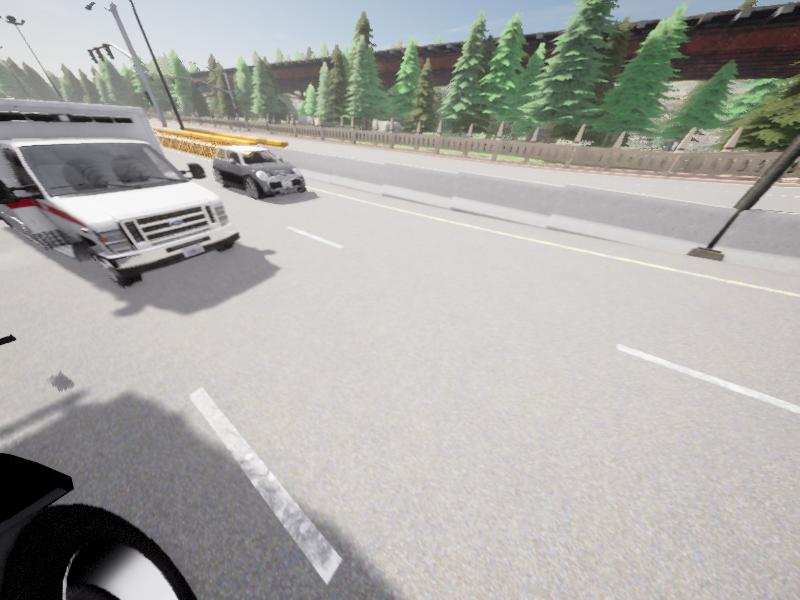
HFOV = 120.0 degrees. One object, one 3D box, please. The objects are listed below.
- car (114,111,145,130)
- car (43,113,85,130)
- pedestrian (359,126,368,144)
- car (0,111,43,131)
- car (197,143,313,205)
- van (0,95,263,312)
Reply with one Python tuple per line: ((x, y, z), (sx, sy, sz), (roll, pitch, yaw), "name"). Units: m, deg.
((-38.301, -25.526, 32.844), (1.932, 1.855, 4.605), (-21, 44, -32), "car")
((-40.481, -21.539, 27.807), (4.181, 1.385, 1.994), (25, 42, 25), "car")
((-4.782, -21.477, 30.162), (0.751, 1.860, 0.751), (25, 42, 26), "pedestrian")
((-39.570, -18.535, 23.897), (5.357, 1.411, 2.033), (25, 42, 26), "car")
((-5.595, -5.066, 9.023), (3.806, 1.475, 1.970), (25, 42, 26), "car")
((-6.328, -2.380, 4.606), (6.366, 2.431, 2.351), (19, 40, 20), "van")
